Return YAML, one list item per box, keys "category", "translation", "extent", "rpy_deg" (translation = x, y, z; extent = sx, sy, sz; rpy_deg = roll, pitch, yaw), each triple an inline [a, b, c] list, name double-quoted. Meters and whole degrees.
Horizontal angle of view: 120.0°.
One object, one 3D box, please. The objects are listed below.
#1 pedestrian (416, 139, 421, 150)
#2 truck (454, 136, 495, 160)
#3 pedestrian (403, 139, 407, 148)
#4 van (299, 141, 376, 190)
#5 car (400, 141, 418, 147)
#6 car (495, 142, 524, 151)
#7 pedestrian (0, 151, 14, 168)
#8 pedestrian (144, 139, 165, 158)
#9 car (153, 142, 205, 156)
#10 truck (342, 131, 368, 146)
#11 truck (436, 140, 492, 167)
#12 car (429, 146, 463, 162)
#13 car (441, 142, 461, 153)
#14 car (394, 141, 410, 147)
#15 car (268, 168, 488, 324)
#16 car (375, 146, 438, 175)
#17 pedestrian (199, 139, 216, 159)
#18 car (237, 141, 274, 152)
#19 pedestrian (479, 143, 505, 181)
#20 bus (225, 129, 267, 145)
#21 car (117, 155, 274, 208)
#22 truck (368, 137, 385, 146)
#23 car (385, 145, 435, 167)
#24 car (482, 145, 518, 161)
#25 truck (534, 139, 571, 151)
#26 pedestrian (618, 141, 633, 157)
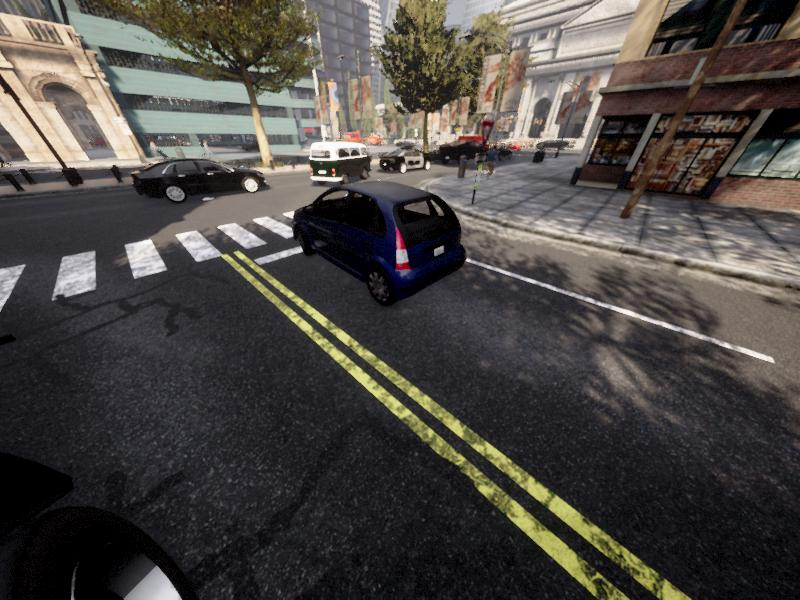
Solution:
- category: "pedestrian"
  translation: [3.928, -32.745, 48.575]
  extent: [0.751, 1.860, 0.751]
  rpy_deg: [-29, 45, -35]
- category: "truck"
  translation: [9.868, -20.238, 30.617]
  extent: [2.627, 2.467, 5.204]
  rpy_deg: [29, 44, 34]
- category: "pedestrian"
  translation: [1.176, -39.225, 57.766]
  extent: [0.751, 1.860, 0.751]
  rpy_deg: [13, 37, 17]
- category: "van"
  translation: [-3.352, -8.060, 13.581]
  extent: [2.069, 2.038, 4.480]
  rpy_deg: [11, 37, 15]
- category: "car"
  translation: [2.518, -46.103, 68.252]
  extent: [5.357, 1.411, 2.033]
  rpy_deg: [29, 44, 34]
- category: "car"
  translation: [22.722, -31.952, 48.057]
  extent: [4.611, 1.667, 2.242]
  rpy_deg: [-4, 35, -6]
- category: "pedestrian"
  translation: [-31.338, -11.059, 18.148]
  extent: [0.500, 1.100, 0.500]
  rpy_deg: [16, 38, 21]
- category: "pedestrian"
  translation: [-28.013, -17.278, 26.354]
  extent: [0.751, 1.860, 0.751]
  rpy_deg: [19, 39, 24]
- category: "car"
  translation: [-30.740, -21.098, 32.235]
  extent: [2.161, 1.482, 4.786]
  rpy_deg: [28, 44, 34]
- category: "truck"
  translation: [-14.738, -52.985, 75.801]
  extent: [8.468, 3.827, 2.891]
  rpy_deg: [21, 40, 26]
- category: "truck"
  translation: [6.658, -15.197, 23.750]
  extent: [2.390, 2.098, 6.274]
  rpy_deg: [29, 44, 34]
- category: "car"
  translation: [5.403, -17.117, 27.010]
  extent: [1.970, 1.475, 3.806]
  rpy_deg: [29, 44, 34]
- category: "car"
  translation: [9.732, -29.271, 44.251]
  extent: [1.789, 1.549, 3.705]
  rpy_deg: [30, 45, 35]
- category: "car"
  translation: [0.571, -44.392, 65.821]
  extent: [4.181, 1.385, 1.994]
  rpy_deg: [29, 44, 34]
- category: "car"
  translation: [-0.709, -1.503, 4.657]
  extent: [1.851, 1.617, 3.988]
  rpy_deg: [-29, 44, -35]
- category: "car"
  translation: [0.647, -11.356, 18.643]
  extent: [1.930, 1.638, 5.238]
  rpy_deg: [29, 44, 34]
- category: "pedestrian"
  translation: [-21.351, -16.736, 25.632]
  extent: [0.751, 1.860, 0.751]
  rpy_deg: [-24, 42, -30]
- category: "car"
  translation: [-25.809, -27.598, 41.442]
  extent: [2.128, 1.511, 4.902]
  rpy_deg: [28, 44, 34]
- category: "pedestrian"
  translation: [5.371, -8.092, 13.541]
  extent: [0.751, 1.860, 0.751]
  rpy_deg: [-25, 42, -31]
- category: "bus"
  translation: [-49.806, -52.934, 75.098]
  extent: [10.273, 4.253, 3.944]
  rpy_deg: [-17, 39, -23]
- category: "car"
  translation: [-8.792, -5.558, 10.460]
  extent: [1.837, 1.490, 4.892]
  rpy_deg: [29, 44, 34]
- category: "truck"
  translation: [-7.627, -52.012, 75.652]
  extent: [5.204, 2.467, 2.627]
  rpy_deg: [26, 43, 32]
- category: "car"
  translation: [1.080, -14.557, 23.197]
  extent: [1.930, 1.638, 5.238]
  rpy_deg: [29, 44, 34]
- category: "car"
  translation: [12.572, -18.553, 29.075]
  extent: [2.128, 1.511, 4.902]
  rpy_deg: [29, 44, 34]
- category: "truck"
  translation: [33.963, -34.674, 51.633]
  extent: [6.274, 2.098, 2.390]
  rpy_deg: [29, 44, 34]
- category: "pedestrian"
  translation: [30.520, -20.426, 31.259]
  extent: [0.751, 1.860, 0.751]
  rpy_deg: [22, 41, 28]
